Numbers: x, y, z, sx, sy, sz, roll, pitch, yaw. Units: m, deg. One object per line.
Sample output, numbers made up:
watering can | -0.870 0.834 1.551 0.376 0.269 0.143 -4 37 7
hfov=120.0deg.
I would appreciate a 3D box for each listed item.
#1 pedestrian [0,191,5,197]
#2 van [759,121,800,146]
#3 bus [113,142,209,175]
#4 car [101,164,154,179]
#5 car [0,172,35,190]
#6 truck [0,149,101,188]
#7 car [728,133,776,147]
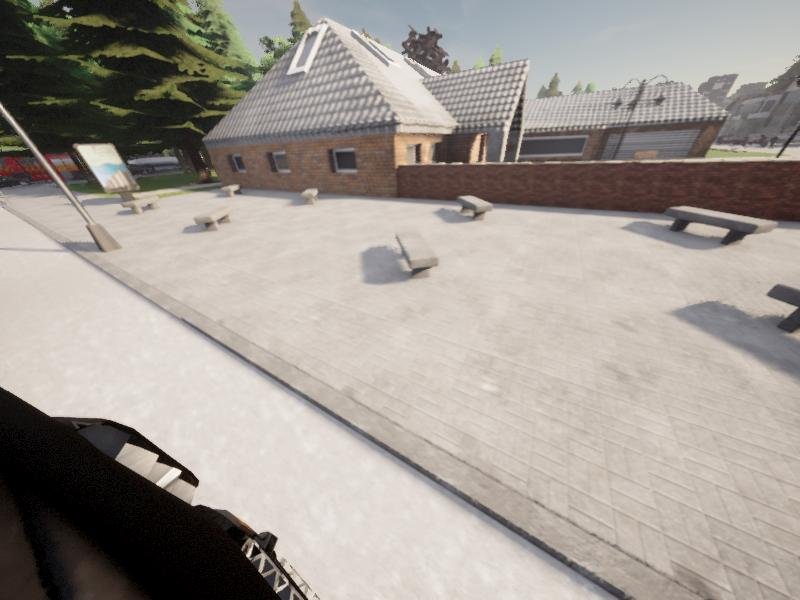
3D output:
pedestrian | -32.927 -9.087 18.219 0.751 1.860 0.751 -20 37 -23
van | 48.655 -19.713 27.299 2.351 2.431 6.366 0 35 5
bus | -41.318 -25.044 40.739 3.944 4.253 10.273 16 38 26
car | -41.288 -19.612 35.163 1.837 1.490 4.892 16 39 26
car | -45.500 -13.285 26.050 1.837 1.490 4.892 -11 34 -10
truck | -48.171 -17.901 31.076 2.891 3.827 8.468 11 36 21
car | 48.116 -22.026 31.756 1.994 1.385 4.181 16 38 26
